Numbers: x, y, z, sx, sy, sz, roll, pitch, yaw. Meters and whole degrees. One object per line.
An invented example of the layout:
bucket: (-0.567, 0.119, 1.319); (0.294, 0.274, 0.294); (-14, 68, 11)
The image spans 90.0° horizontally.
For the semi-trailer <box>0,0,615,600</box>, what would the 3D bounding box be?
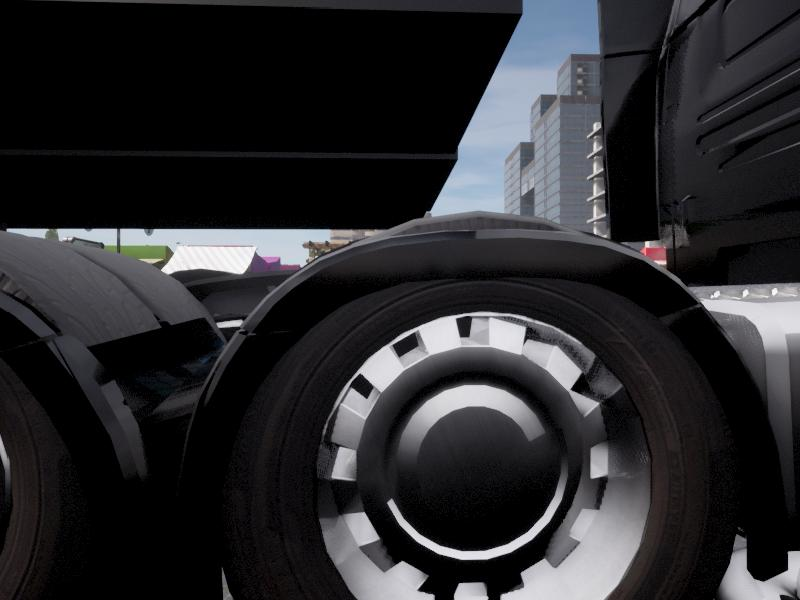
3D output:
semi-trailer: (-6.799, -1.219, 1.762); (14.254, 4.402, 2.717); (0, 0, -2)

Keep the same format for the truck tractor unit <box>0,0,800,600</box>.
truck tractor unit: (1.105, -1.116, 2.103); (6.516, 4.208, 3.053); (0, 0, -3)
